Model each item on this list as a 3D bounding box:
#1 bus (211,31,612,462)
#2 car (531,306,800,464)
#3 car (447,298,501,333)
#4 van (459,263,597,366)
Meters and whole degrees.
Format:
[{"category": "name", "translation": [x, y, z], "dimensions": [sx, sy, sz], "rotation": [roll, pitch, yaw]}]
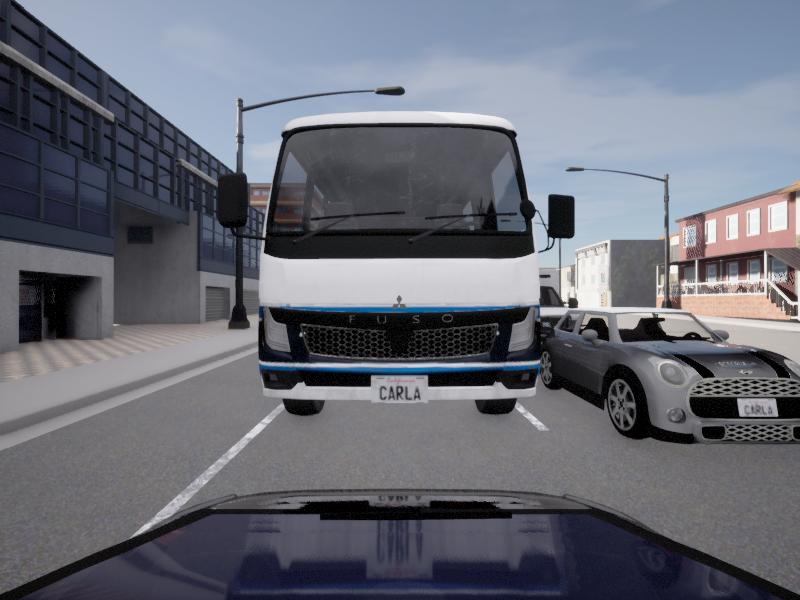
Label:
[{"category": "bus", "translation": [0.118, -0.566, 9.092], "dimensions": [3.944, 4.253, 10.273], "rotation": [0, 1, 0]}, {"category": "car", "translation": [3.502, 0.852, 5.780], "dimensions": [1.970, 1.475, 3.806], "rotation": [0, 0, 0]}, {"category": "car", "translation": [3.500, 0.683, 19.815], "dimensions": [1.812, 1.442, 4.674], "rotation": [0, 1, 0]}, {"category": "van", "translation": [3.500, 0.309, 12.675], "dimensions": [2.351, 2.431, 6.366], "rotation": [0, 1, 0]}]
